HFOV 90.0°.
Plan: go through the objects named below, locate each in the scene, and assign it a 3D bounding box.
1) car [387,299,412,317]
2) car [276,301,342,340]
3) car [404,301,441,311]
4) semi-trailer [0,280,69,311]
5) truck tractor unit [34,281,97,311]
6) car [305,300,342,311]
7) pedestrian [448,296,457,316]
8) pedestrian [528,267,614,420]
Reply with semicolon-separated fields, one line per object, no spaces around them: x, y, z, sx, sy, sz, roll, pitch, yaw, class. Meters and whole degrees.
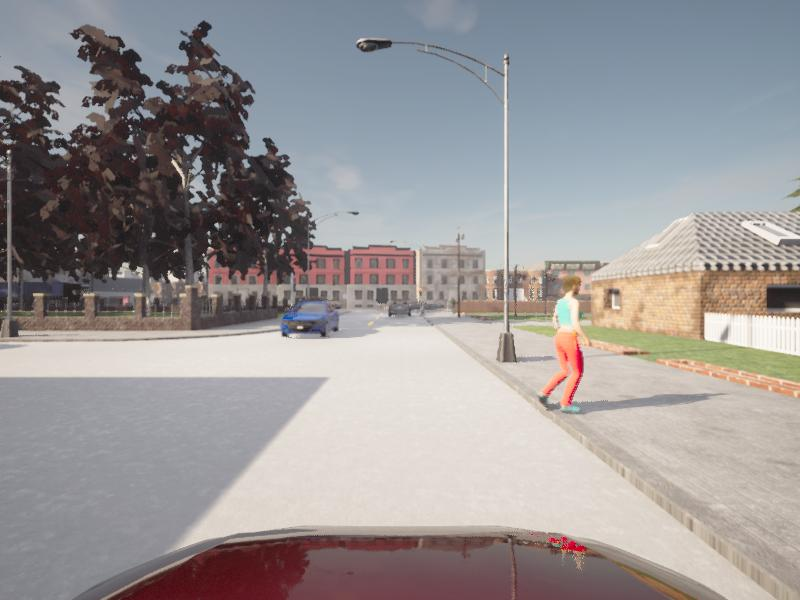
-0.003;0.749;39.228;2.242;1.667;4.611;0;0;1;car
-3.954;0.820;18.336;1.882;1.535;5.008;0;0;0;car
3.255;0.885;58.383;5.357;1.411;2.033;0;0;0;car
-56.638;-0.630;58.460;14.254;4.402;2.717;0;0;1;semi-trailer
-48.723;-0.534;58.394;6.516;4.208;3.053;0;0;0;truck tractor unit
-11.050;0.813;58.284;5.008;1.535;1.882;0;0;2;car
4.990;0.526;37.863;0.751;1.860;0.751;0;0;3;pedestrian
2.234;0.532;5.304;0.751;1.860;0.751;0;0;-10;pedestrian
